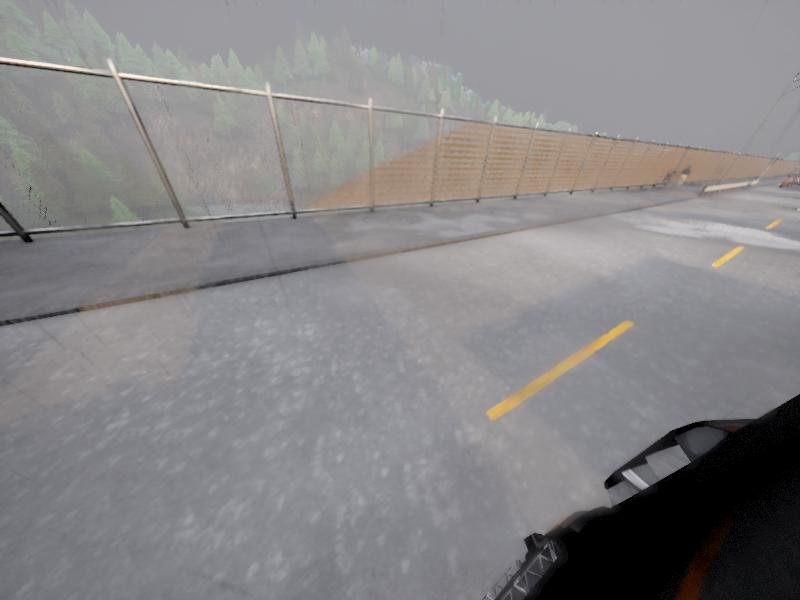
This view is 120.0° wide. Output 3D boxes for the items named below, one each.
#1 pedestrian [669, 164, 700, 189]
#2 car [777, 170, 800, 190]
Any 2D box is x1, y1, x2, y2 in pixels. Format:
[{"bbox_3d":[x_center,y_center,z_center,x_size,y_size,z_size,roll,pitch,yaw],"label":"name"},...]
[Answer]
[{"bbox_3d":[24.766,-10.763,20.136,0.751,1.860,0.751,-15,37,-25],"label":"pedestrian"},{"bbox_3d":[46.867,-13.979,26.909,4.553,1.767,2.097,-16,38,-26],"label":"car"}]
